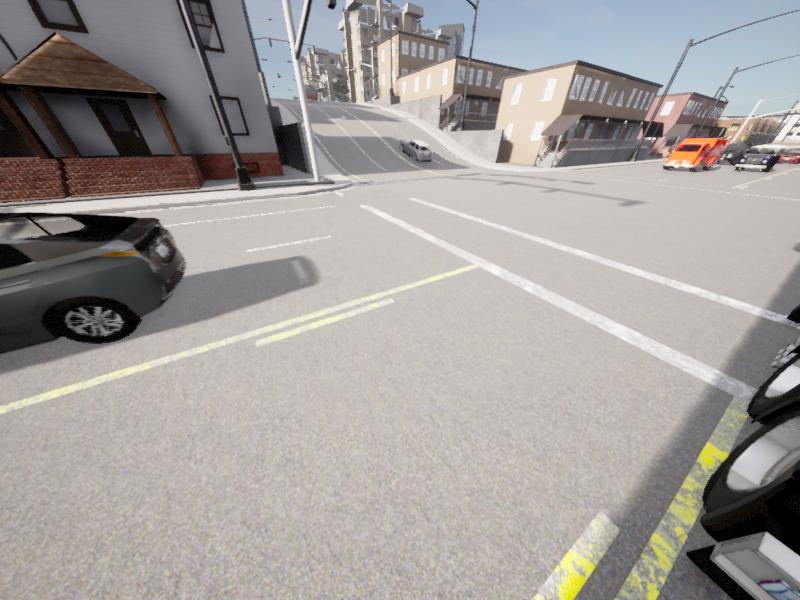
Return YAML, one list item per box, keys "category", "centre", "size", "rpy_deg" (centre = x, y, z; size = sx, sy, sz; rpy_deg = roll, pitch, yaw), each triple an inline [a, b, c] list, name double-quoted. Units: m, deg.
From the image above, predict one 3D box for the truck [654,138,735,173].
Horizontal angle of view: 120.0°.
- category: "truck"
  centre: [26.600, -13.124, 20.934]
  size: [5.204, 2.467, 2.627]
  rpy_deg: [-17, 38, -24]

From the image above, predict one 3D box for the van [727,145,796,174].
- category: "van"
  centre: [31.936, -12.515, 20.458]
  size: [4.480, 2.038, 2.069]
  rpy_deg: [-18, 39, -25]

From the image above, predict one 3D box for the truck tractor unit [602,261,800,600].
- category: "truck tractor unit"
  centre: [5.103, -0.309, 0.784]
  size: [6.516, 4.208, 3.053]
  rpy_deg: [-19, 39, -24]

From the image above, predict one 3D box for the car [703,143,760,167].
- category: "car"
  centre: [38.357, -16.879, 26.759]
  size: [5.566, 2.045, 2.150]
  rpy_deg: [-19, 39, -24]

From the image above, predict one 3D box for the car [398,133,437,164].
- category: "car"
  centre: [1.656, -15.464, 23.576]
  size: [1.970, 1.475, 3.806]
  rpy_deg: [-19, 56, -25]

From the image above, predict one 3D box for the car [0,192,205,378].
- category: "car"
  centre: [-5.519, -0.090, 2.749]
  size: [4.514, 1.525, 2.007]
  rpy_deg: [-18, 39, -24]
